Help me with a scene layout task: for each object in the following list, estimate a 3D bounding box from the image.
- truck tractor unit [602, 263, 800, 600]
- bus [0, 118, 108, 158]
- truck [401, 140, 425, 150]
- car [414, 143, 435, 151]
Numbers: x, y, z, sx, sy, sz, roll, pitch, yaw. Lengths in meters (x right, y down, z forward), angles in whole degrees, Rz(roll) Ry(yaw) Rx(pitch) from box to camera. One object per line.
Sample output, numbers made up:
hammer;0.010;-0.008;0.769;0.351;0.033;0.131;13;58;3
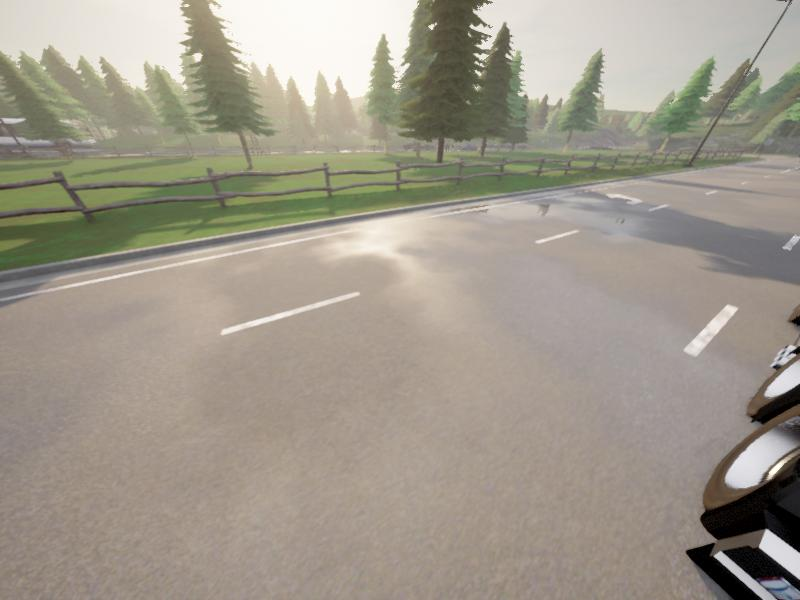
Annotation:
truck tractor unit;5.117;-0.291;0.790;6.516;4.208;3.053;-18;39;-24
bus;-50.257;-22.605;32.281;10.273;4.253;3.944;-18;39;-24
truck;3.673;-43.746;65.200;6.274;2.098;2.390;-18;39;-24
car;6.284;-39.793;59.945;5.238;1.638;1.930;-18;39;-24
